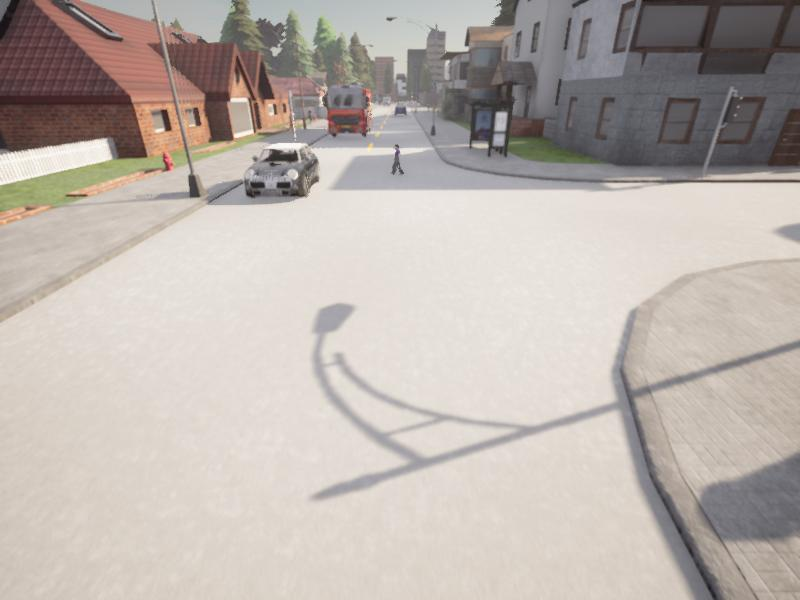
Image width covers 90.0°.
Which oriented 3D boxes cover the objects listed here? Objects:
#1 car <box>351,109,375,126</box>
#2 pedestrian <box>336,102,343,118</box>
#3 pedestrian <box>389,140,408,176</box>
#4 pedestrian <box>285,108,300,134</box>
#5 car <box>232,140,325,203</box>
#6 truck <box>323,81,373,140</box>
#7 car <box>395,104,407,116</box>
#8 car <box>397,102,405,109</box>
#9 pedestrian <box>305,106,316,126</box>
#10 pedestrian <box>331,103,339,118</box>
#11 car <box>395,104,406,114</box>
[{"bbox_3d":[-3.926,-19.951,43.691,2.128,1.511,4.902,0,27,0],"label":"car"},{"bbox_3d":[-8.290,-26.096,54.970,0.751,1.860,0.751,-4,27,-7],"label":"pedestrian"},{"bbox_3d":[-0.059,-5.824,16.431,0.751,1.300,0.751,1,27,2],"label":"pedestrian"},{"bbox_3d":[-8.696,-14.450,32.367,0.751,1.860,0.751,-12,30,-22],"label":"pedestrian"},{"bbox_3d":[-3.975,-4.557,13.847,1.970,1.475,3.806,0,27,0],"label":"car"},{"bbox_3d":[-3.951,-15.639,32.794,2.891,3.827,8.468,0,27,0],"label":"truck"},{"bbox_3d":[0.108,-30.582,64.348,1.882,1.535,5.008,0,27,0],"label":"car"},{"bbox_3d":[0.164,-47.562,97.878,1.970,1.475,3.806,0,27,0],"label":"car"},{"bbox_3d":[-8.995,-18.454,40.140,0.751,1.860,0.751,-2,27,-3],"label":"pedestrian"},{"bbox_3d":[-8.878,-25.932,54.654,0.751,1.860,0.751,1,27,2],"label":"pedestrian"},{"bbox_3d":[0.126,-36.030,75.387,2.007,1.525,4.514,0,27,0],"label":"car"}]
